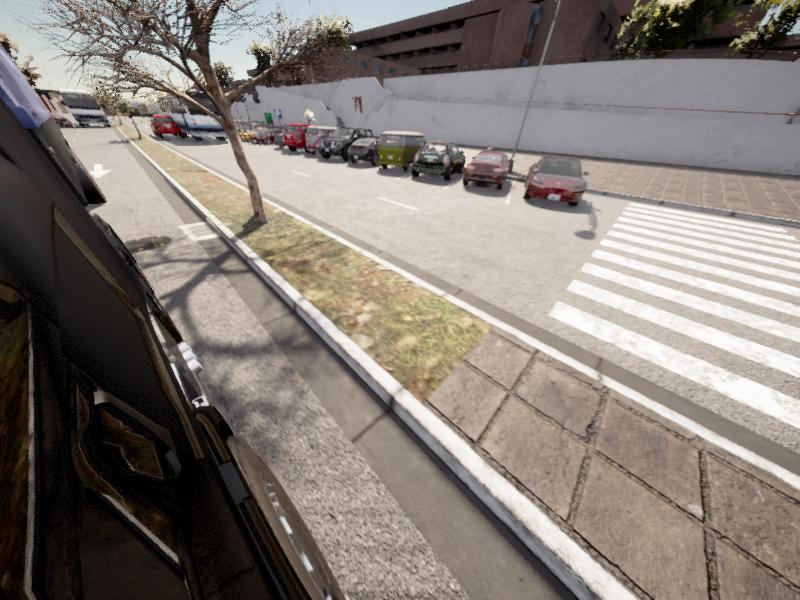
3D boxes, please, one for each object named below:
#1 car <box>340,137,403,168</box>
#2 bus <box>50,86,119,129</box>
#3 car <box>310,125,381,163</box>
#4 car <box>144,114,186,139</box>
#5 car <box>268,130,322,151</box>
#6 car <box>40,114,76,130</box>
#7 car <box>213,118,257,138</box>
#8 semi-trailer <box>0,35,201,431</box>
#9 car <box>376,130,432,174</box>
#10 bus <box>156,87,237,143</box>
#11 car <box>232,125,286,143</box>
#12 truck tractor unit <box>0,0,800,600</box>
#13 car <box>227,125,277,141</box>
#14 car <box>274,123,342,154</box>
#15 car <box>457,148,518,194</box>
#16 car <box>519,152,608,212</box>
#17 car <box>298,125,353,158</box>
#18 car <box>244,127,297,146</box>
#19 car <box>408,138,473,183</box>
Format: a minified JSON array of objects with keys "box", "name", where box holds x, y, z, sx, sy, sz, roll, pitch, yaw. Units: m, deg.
[{"box":[-1.812,-10.685,16.529,2.231,1.521,4.892,17,38,18],"name":"car"},{"box":[-46.115,-28.249,34.112,10.273,4.253,3.944,33,46,33],"name":"bus"},{"box":[-3.920,-12.200,17.990,2.435,2.045,5.566,18,39,18],"name":"car"},{"box":[-27.331,-20.149,26.857,5.566,2.045,2.150,33,46,33],"name":"car"},{"box":[-10.287,-15.965,23.069,2.002,1.452,4.674,17,38,18],"name":"car"},{"box":[-43.672,-22.822,29.594,4.181,1.385,1.994,33,46,32],"name":"car"},{"box":[-23.022,-24.165,32.532,1.878,1.987,4.442,18,39,17],"name":"car"},{"box":[-8.655,-3.641,4.261,14.254,4.402,2.717,29,44,30],"name":"semi-trailer"},{"box":[0.367,-9.606,14.857,1.878,1.987,4.442,17,38,18],"name":"car"},{"box":[-23.449,-21.045,26.510,10.273,4.253,3.944,33,46,33],"name":"bus"},{"box":[-16.710,-19.911,27.773,1.946,1.575,5.366,18,39,18],"name":"car"},{"box":[-2.645,-0.295,0.351,6.516,4.208,3.053,28,44,30],"name":"truck tractor unit"},{"box":[-18.751,-21.344,29.574,2.163,1.488,4.792,18,39,18],"name":"car"},{"box":[-8.142,-14.886,21.294,2.435,2.045,5.566,17,38,18],"name":"car"},{"box":[4.541,-6.678,11.667,2.002,1.452,4.674,17,38,18],"name":"car"},{"box":[6.670,-5.337,9.999,2.163,1.488,4.792,18,39,18],"name":"car"},{"box":[-6.077,-13.459,19.568,1.878,1.987,4.442,18,39,18],"name":"car"},{"box":[-14.532,-18.627,26.290,2.163,1.488,4.792,18,39,18],"name":"car"},{"box":[2.421,-8.122,13.177,2.185,1.767,4.553,17,38,18],"name":"car"}]
